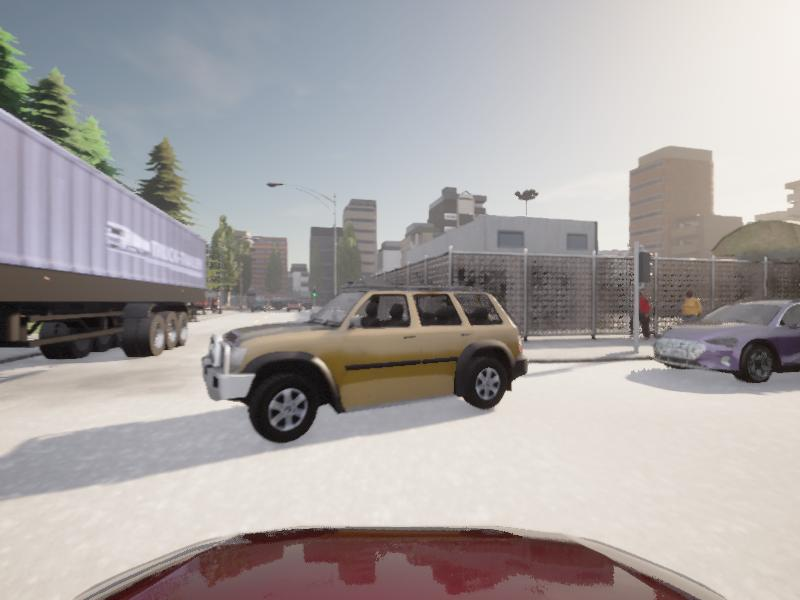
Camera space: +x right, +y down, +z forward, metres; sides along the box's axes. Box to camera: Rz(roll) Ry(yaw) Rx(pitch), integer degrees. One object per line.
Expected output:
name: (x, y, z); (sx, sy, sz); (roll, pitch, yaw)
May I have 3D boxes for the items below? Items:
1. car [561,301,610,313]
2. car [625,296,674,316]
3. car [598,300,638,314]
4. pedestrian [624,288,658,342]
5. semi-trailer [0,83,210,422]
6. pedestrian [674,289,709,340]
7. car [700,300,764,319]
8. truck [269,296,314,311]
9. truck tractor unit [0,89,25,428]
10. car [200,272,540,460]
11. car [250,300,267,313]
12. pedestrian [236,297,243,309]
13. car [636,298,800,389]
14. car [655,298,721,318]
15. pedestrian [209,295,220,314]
car: (22.794, 0.811, 49.117); (5.357, 1.415, 2.033); (0, 0, -14)
car: (24.592, 0.589, 39.472); (3.866, 1.878, 1.905); (0, 0, -14)
car: (24.292, 0.755, 44.665); (3.633, 1.501, 1.845); (0, 0, -14)
pedestrian: (8.695, 0.525, 14.462); (0.751, 1.860, 0.751); (0, 0, -13)
semi-trailer: (-7.648, -0.636, 9.554); (2.717, 4.402, 14.254); (0, 0, -14)
pedestrian: (10.914, 0.528, 14.983); (0.751, 1.860, 0.751); (0, 0, -15)
car: (26.813, 0.771, 32.332); (4.193, 1.474, 1.816); (0, 0, -14)
truck: (-15.699, 0.476, 58.179); (6.274, 2.098, 2.390); (0, 0, -14)
truck tractor unit: (-5.789, -0.530, 1.865); (3.053, 4.208, 6.516); (0, 0, -14)
car: (-0.337, 0.647, 5.892); (4.605, 1.855, 1.932); (0, 0, -29)
car: (-17.341, 0.792, 49.267); (1.816, 1.474, 4.193); (0, 0, -18)
pedestrian: (-25.670, 0.448, 63.872); (0.751, 1.860, 0.751); (0, 0, 1)
car: (8.066, 0.781, 8.838); (4.856, 1.649, 2.033); (0, 0, -13)
car: (25.352, 0.699, 35.242); (4.611, 1.667, 2.242); (0, 0, -14)
pedestrian: (-18.678, 0.477, 40.214); (0.751, 1.860, 0.751); (0, 0, -3)
